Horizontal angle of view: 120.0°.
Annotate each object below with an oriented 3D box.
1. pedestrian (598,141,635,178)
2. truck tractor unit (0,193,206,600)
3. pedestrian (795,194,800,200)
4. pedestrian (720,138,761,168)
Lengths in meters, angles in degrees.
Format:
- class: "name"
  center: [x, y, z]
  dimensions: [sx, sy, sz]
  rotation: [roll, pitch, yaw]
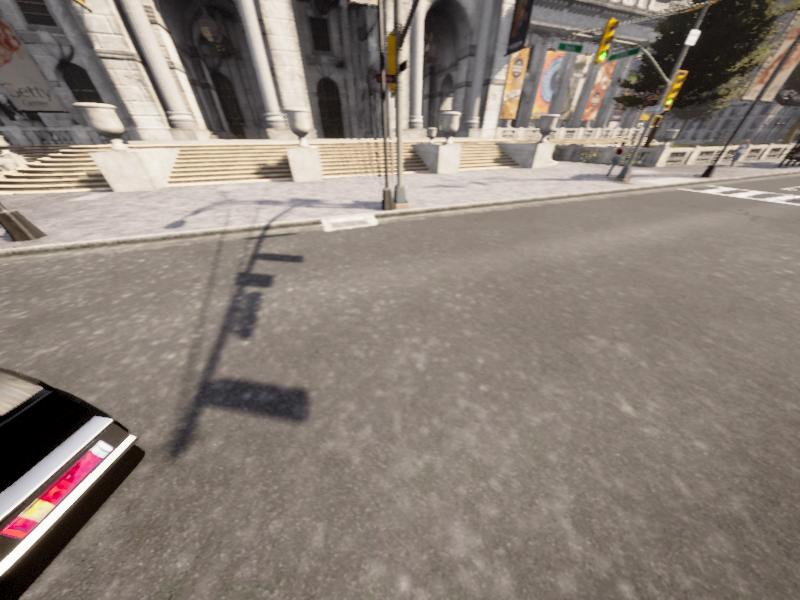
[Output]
- class: "pedestrian"
  center: [13.112, -8.548, 14.032]
  dimensions: [0.751, 1.860, 0.751]
  rotation: [-15, 38, -20]
- class: "truck tractor unit"
  center: [-5.368, 0.151, 0.165]
  dimensions: [6.516, 4.208, 3.053]
  rotation: [3, 35, 5]
- class: "pedestrian"
  center: [16.954, -4.766, 8.861]
  dimensions: [0.751, 1.860, 0.751]
  rotation: [0, 35, 1]
- class: "pedestrian"
  center: [26.046, -11.254, 17.711]
  dimensions: [0.751, 1.860, 0.751]
  rotation: [-10, 36, -13]
